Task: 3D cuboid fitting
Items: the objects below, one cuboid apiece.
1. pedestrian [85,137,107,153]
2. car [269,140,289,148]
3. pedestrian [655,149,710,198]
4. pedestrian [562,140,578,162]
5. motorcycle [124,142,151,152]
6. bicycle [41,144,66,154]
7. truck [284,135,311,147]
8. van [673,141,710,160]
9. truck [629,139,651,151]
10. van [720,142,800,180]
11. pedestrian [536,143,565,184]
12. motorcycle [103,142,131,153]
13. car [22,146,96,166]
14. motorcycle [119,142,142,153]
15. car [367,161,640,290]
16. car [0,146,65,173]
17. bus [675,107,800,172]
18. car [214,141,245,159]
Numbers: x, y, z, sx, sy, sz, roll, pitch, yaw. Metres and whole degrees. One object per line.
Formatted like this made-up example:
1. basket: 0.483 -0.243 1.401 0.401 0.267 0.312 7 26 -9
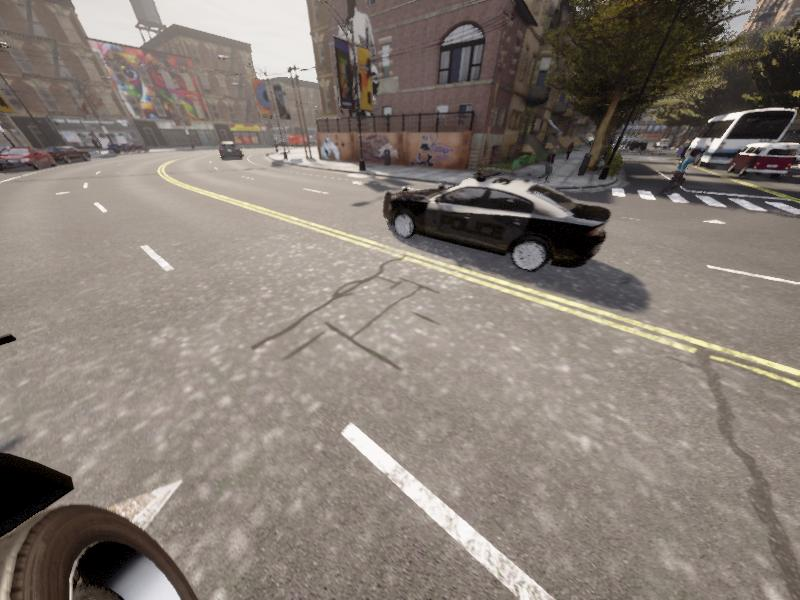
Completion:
1. pedestrian: -41.326 -21.072 31.423 0.751 1.860 0.751 -10 36 -14
2. car: -29.917 -38.590 57.021 1.970 1.475 3.806 16 38 20
3. pedestrian: 12.679 -5.727 10.459 0.751 1.860 0.751 23 41 29
4. pedestrian: 17.464 -15.306 23.790 0.751 1.860 0.751 19 39 25
5. motorcycle: -39.848 -23.254 35.096 2.356 1.277 0.764 -29 44 -34
6. bicycle: -47.862 -20.918 31.938 0.373 1.024 1.643 14 36 35
7. truck: -25.367 -39.481 57.386 2.627 2.467 5.204 21 40 26
8. van: 39.564 -20.492 31.524 1.775 1.987 4.442 23 41 29
9. truck: 52.986 -34.344 51.143 2.390 2.098 6.274 23 41 29
10. van: 26.361 -10.230 16.838 2.069 2.038 4.480 23 41 29
11. pedestrian: 8.135 -7.412 12.539 0.751 1.860 0.751 16 38 21
12. motorcycle: -39.840 -21.484 32.590 2.209 1.251 0.867 -29 44 -34
13. car: -32.371 -13.917 22.165 1.895 1.301 4.718 -14 38 -19
14. motorcycle: -39.631 -22.468 34.035 1.805 1.236 0.856 -29 44 -34
15. car: 1.853 -2.217 5.627 5.238 1.638 1.930 24 41 29
16. car: -29.413 -11.133 18.123 2.002 1.452 4.674 -21 40 -27
17. bus: 31.904 -15.561 22.523 3.944 4.253 10.273 23 42 29
18. car: -20.851 -18.585 28.556 2.242 1.667 4.611 -15 38 -21
